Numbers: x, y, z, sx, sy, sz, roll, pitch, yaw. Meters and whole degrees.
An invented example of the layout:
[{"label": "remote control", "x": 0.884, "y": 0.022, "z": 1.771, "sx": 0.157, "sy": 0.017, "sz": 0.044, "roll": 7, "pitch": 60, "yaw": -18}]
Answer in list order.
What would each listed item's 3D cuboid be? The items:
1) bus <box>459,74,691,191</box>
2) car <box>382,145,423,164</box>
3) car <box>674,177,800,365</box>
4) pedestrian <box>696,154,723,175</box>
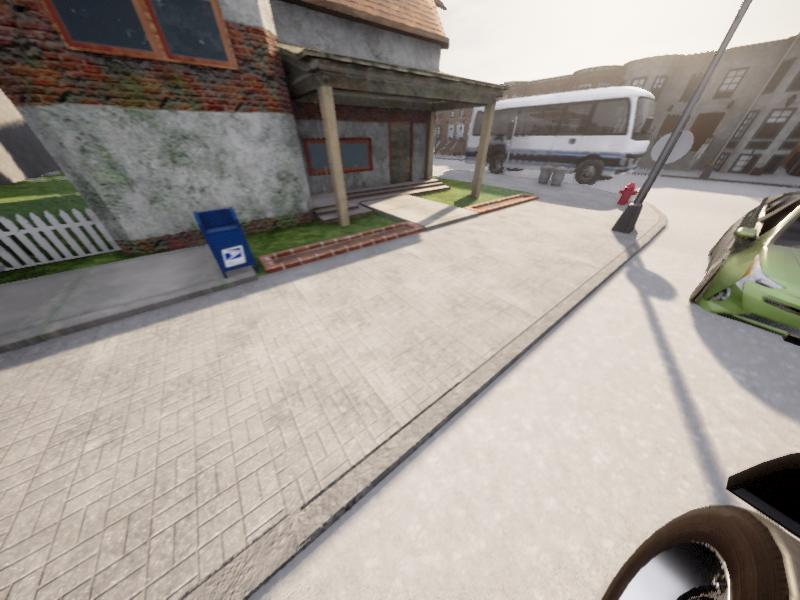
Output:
[{"label": "bus", "x": 9.314, "y": -10.272, "z": 14.680, "sx": 3.944, "sy": 4.253, "sz": 10.273, "roll": -24, "pitch": 42, "yaw": -30}, {"label": "car", "x": 0.173, "y": -15.891, "z": 25.091, "sx": 1.837, "sy": 1.490, "sz": 4.892, "roll": -24, "pitch": 42, "yaw": -30}, {"label": "car", "x": 6.482, "y": -0.718, "z": 3.544, "sx": 4.514, "sy": 1.525, "sz": 2.007, "roll": -25, "pitch": 42, "yaw": -31}, {"label": "pedestrian", "x": 20.139, "y": -8.812, "z": 15.042, "sx": 0.500, "sy": 1.100, "sz": 0.500, "roll": -17, "pitch": 38, "yaw": -22}]
